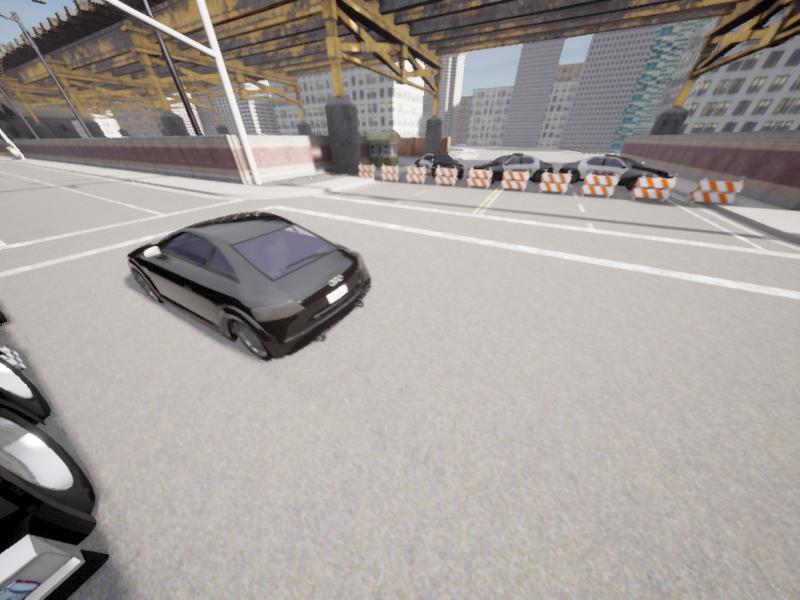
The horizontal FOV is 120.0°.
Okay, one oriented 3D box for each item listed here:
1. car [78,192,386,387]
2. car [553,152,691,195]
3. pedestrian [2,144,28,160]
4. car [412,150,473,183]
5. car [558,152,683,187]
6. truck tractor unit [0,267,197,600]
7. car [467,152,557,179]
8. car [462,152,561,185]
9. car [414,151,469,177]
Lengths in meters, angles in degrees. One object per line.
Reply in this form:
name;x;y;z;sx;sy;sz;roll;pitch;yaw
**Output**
car;-2.554;-0.653;3.769;4.181;1.385;1.994;17;39;23
car;11.837;-7.193;12.840;2.038;1.542;4.974;-20;39;-26
pedestrian;-52.750;-20.252;31.665;0.751;1.860;0.751;4;35;7
car;2.711;-9.498;16.239;2.038;1.542;4.974;-11;36;-14
car;11.808;-7.347;12.786;1.853;1.218;4.536;-20;39;-26
truck tractor unit;-5.118;-0.292;0.776;6.516;4.208;3.053;18;39;24
car;6.805;-8.387;14.327;4.536;1.218;1.853;-5;35;-6
car;6.754;-8.253;14.411;4.974;1.542;2.038;-5;35;-6
car;2.695;-9.656;16.189;1.853;1.218;4.536;-11;36;-14
